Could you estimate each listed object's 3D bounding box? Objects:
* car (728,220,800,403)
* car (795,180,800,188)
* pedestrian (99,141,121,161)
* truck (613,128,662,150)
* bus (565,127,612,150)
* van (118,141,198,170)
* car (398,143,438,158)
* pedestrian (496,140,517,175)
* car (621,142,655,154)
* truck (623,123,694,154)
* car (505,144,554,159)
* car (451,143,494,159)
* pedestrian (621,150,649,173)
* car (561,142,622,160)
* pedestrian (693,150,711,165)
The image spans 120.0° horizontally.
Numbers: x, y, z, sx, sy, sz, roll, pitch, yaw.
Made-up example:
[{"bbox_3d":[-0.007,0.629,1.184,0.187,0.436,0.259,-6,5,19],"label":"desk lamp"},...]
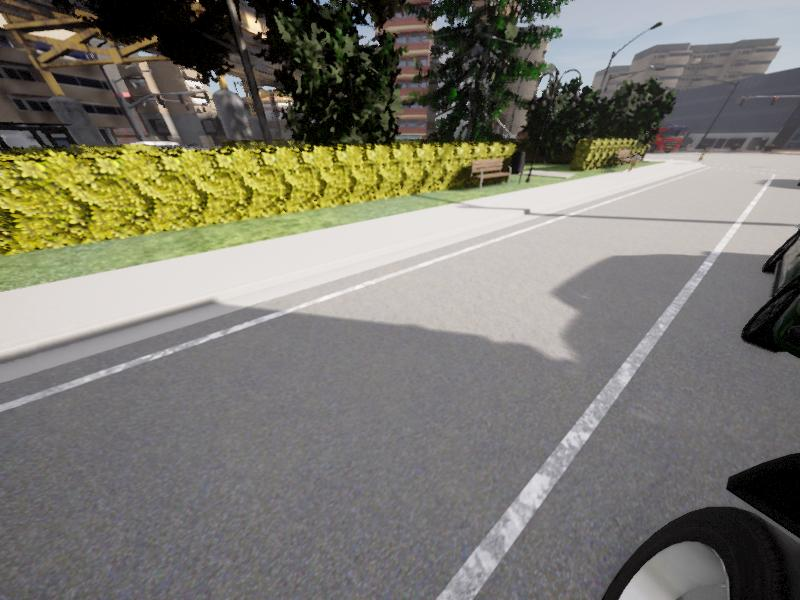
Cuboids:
[{"bbox_3d":[6.718,-0.406,2.702,5.566,2.045,2.150,-21,40,-28],"label":"car"},{"bbox_3d":[23.040,-6.758,12.061,4.674,1.442,1.812,-21,40,-27],"label":"car"},{"bbox_3d":[-33.980,-17.465,27.051,0.751,1.860,0.751,23,41,29],"label":"pedestrian"},{"bbox_3d":[52.950,-36.042,51.919,2.891,3.827,8.468,6,35,8],"label":"truck"},{"bbox_3d":[47.258,-40.848,58.594,3.944,4.253,10.273,3,35,5],"label":"bus"},{"bbox_3d":[-22.513,-13.770,21.859,2.069,2.038,4.480,6,36,9],"label":"van"},{"bbox_3d":[2.400,-20.170,31.106,5.027,1.651,2.152,6,36,9],"label":"car"},{"bbox_3d":[6.773,-9.144,14.822,0.751,1.860,0.751,9,36,12],"label":"pedestrian"},{"bbox_3d":[39.135,-25.100,38.099,1.970,1.475,3.806,6,35,8],"label":"car"},{"bbox_3d":[43.032,-27.218,39.087,2.891,3.827,8.468,6,35,8],"label":"truck"},{"bbox_3d":[16.081,-18.678,29.003,4.792,1.488,2.163,6,36,9],"label":"car"},{"bbox_3d":[9.250,-19.450,30.030,5.027,1.651,2.152,6,36,9],"label":"car"},{"bbox_3d":[16.275,-9.623,16.011,0.751,1.300,0.751,-22,41,-28],"label":"pedestrian"},{"bbox_3d":[22.896,-18.022,27.896,5.027,1.651,2.152,6,36,9],"label":"car"},{"bbox_3d":[26.443,-12.515,20.241,0.500,1.100,0.500,27,44,33],"label":"pedestrian"}]
